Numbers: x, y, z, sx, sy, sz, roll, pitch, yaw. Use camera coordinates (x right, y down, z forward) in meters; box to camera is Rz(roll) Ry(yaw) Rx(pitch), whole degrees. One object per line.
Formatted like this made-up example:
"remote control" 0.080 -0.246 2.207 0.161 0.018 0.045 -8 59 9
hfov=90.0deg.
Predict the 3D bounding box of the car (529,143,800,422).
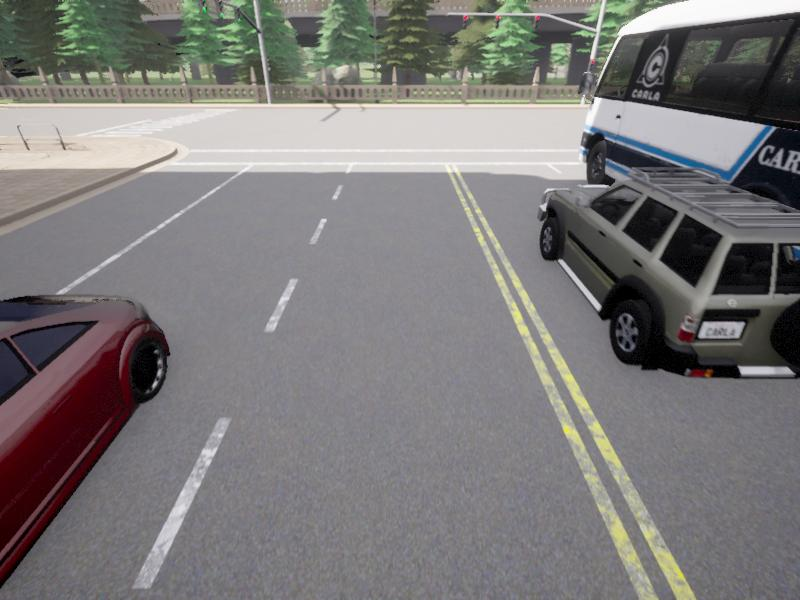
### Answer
"car" 3.516 -0.764 5.446 1.932 1.855 4.605 0 30 0

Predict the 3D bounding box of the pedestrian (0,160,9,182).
"pedestrian" -11.763 -3.888 11.011 0.751 1.300 0.751 0 30 0

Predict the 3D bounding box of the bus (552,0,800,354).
"bus" 6.897 -3.315 7.464 3.944 4.253 10.273 0 31 0

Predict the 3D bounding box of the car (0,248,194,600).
"car" -3.506 1.120 2.724 1.994 1.385 4.181 0 31 0
